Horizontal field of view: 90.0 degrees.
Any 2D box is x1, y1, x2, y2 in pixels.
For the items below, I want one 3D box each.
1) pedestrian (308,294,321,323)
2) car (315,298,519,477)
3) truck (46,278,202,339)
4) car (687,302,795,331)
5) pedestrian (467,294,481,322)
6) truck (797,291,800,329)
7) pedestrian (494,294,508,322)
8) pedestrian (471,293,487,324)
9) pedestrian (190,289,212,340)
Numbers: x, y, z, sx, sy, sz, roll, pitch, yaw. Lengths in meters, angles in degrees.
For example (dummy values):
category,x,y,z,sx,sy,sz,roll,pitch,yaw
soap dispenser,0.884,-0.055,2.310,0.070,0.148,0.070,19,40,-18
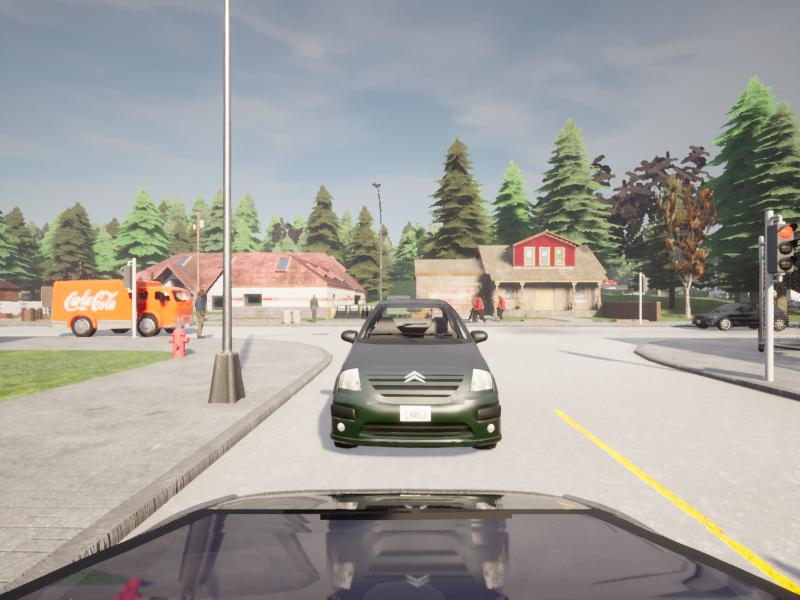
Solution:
category,x,y,z,sx,sy,sz,roll,pitch,yaw
pedestrian,-5.507,0.533,25.747,0.751,1.860,0.751,0,0,-13
car,0.190,0.788,5.622,1.851,1.617,3.988,0,0,1
truck,-12.141,0.367,17.971,5.204,2.467,2.627,-1,0,1
car,18.033,0.854,21.315,4.193,1.474,1.816,0,0,1
pedestrian,4.896,0.533,26.592,0.751,1.860,0.751,0,0,-3
truck,25.345,0.542,21.160,6.274,2.098,2.390,0,0,1
pedestrian,6.758,0.533,26.732,0.751,1.860,0.751,0,0,2
pedestrian,4.797,0.533,24.360,0.751,1.860,0.751,0,0,-3
pedestrian,-7.594,0.534,15.250,0.751,1.860,0.751,0,0,-28
